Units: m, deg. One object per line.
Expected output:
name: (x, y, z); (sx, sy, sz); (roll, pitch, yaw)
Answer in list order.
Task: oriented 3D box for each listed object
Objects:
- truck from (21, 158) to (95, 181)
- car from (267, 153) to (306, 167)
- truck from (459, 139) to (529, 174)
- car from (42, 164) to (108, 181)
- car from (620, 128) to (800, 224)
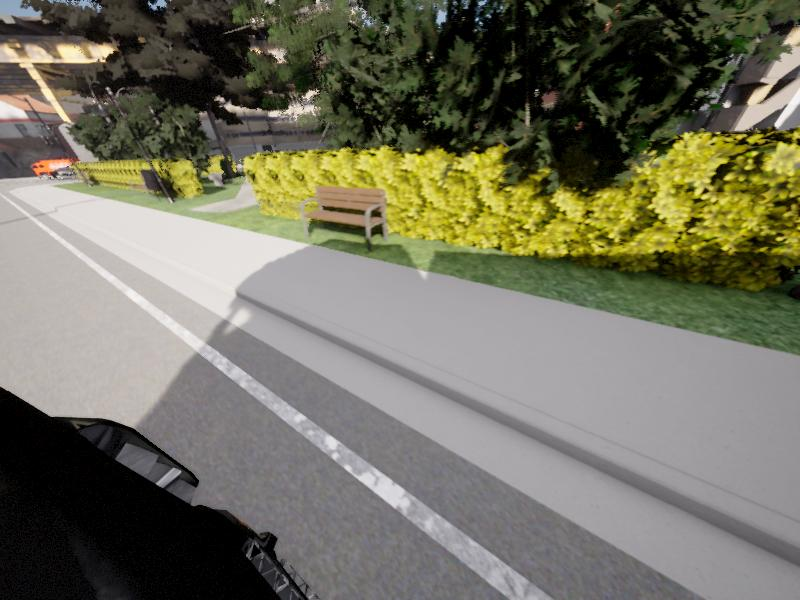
truck: (-50.731, -19.491, 34.465); (5.204, 2.467, 2.627); (-9, 35, -10)
car: (-18.156, -22.576, 37.263); (5.027, 1.651, 2.152); (-10, 35, -10)
truck: (7.574, -12.335, 19.688); (2.390, 2.098, 6.274); (-9, 35, -9)
car: (-45.614, -17.993, 32.589); (5.238, 1.638, 1.930); (-10, 35, -9)
car: (10.999, -4.036, 7.188); (2.150, 2.045, 5.566); (-9, 35, -9)
